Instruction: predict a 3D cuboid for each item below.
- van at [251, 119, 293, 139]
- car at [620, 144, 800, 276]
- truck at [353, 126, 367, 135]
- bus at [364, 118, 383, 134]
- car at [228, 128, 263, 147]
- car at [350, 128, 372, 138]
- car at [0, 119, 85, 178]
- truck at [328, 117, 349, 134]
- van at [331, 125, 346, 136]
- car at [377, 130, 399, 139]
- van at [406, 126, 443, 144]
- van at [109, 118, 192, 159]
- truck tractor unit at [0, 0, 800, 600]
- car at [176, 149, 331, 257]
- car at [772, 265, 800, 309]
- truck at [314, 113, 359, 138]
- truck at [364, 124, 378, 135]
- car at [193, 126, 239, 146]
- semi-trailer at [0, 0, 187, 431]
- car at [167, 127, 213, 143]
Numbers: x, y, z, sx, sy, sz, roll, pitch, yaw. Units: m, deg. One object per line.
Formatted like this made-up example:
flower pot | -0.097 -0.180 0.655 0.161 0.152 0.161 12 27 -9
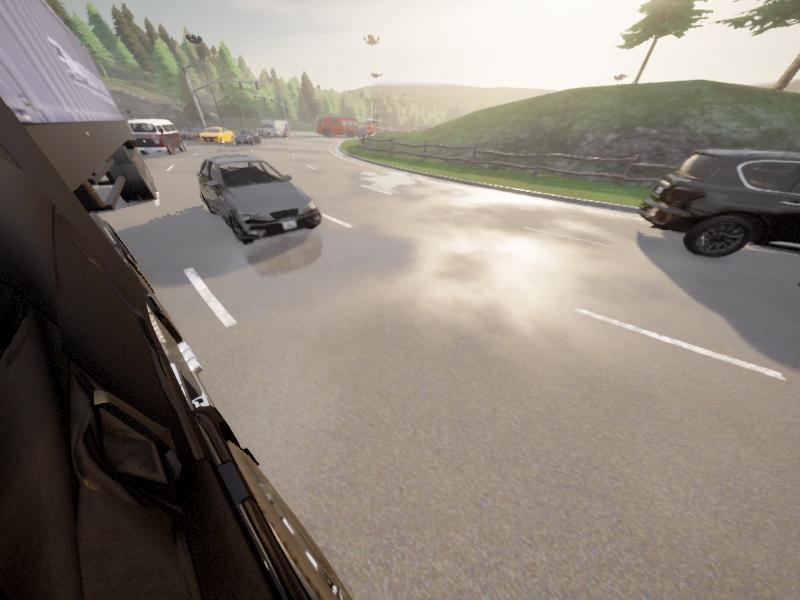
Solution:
van | -21.396 -28.897 39.029 2.351 2.431 6.366 9 37 9
car | 8.867 -1.837 4.875 5.566 2.045 2.150 20 41 22
truck | -12.210 -52.055 70.760 2.390 2.098 6.274 8 37 8
bus | -9.129 -61.471 81.713 3.944 4.253 10.273 8 38 8
car | -16.339 -17.379 24.672 1.845 1.501 3.633 -6 37 -10
car | -9.209 -39.568 54.640 5.027 1.651 2.152 -4 37 -9
car | -17.082 -6.840 10.257 1.932 1.855 4.605 -19 42 -24
truck | -18.875 -54.239 71.866 2.891 3.827 8.468 8 37 8
van | -14.842 -40.870 55.718 2.069 2.038 4.480 5 37 3
car | -2.890 -39.621 55.181 4.792 1.488 2.163 6 37 4
van | 4.466 -30.560 42.693 6.366 2.431 2.351 8 37 8
van | -16.956 -11.334 16.132 2.069 2.038 4.480 -13 39 -18
truck tractor unit | -2.645 -0.295 0.351 6.516 4.208 3.053 28 44 30
car | -3.778 -2.744 5.861 1.816 1.474 4.193 -30 47 -35
car | 8.135 0.301 2.453 3.806 1.475 1.970 20 40 22
truck | -13.411 -37.157 49.346 8.468 3.827 2.891 -15 40 -22
truck | -8.707 -51.899 70.387 2.627 2.467 5.204 8 39 8
car | -20.130 -18.196 25.545 1.882 1.535 5.008 -4 38 -9
semi-trailer | -8.024 -3.981 4.807 2.717 4.402 14.254 -26 45 -32
car | -23.876 -18.978 26.522 1.994 1.385 4.181 -3 37 -8
